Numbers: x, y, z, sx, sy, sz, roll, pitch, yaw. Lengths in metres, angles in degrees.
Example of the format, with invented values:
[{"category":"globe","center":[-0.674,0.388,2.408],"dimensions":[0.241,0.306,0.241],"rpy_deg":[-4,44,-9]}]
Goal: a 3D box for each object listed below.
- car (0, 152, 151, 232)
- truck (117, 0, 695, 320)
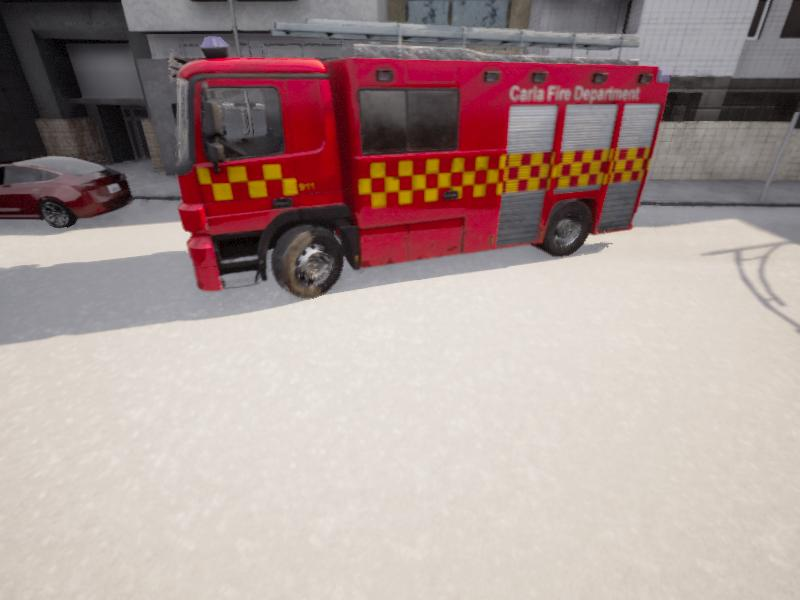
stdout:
[{"category":"car","center":[-9.529,-2.823,10.193],"dimensions":[4.792,1.488,2.163],"rpy_deg":[1,28,2]},{"category":"truck","center":[0.533,-2.736,7.520],"dimensions":[8.468,3.827,2.891],"rpy_deg":[-10,29,-19]}]
